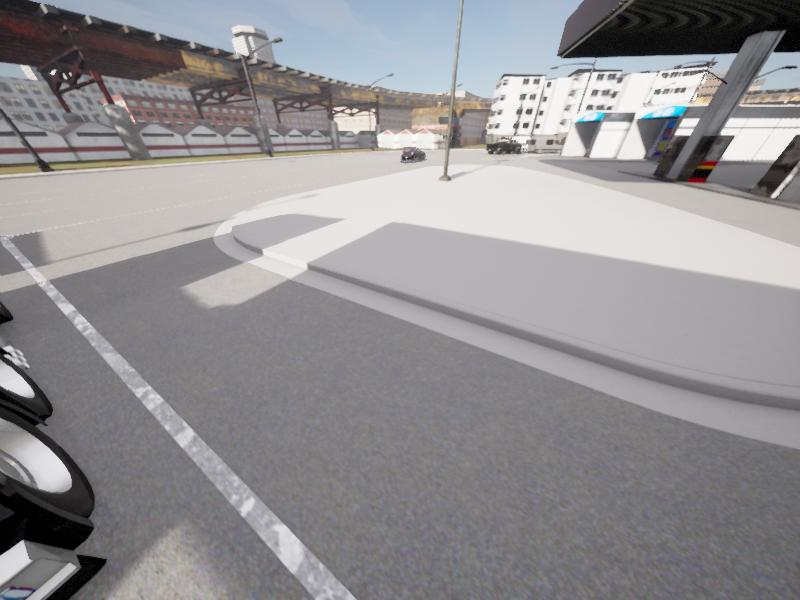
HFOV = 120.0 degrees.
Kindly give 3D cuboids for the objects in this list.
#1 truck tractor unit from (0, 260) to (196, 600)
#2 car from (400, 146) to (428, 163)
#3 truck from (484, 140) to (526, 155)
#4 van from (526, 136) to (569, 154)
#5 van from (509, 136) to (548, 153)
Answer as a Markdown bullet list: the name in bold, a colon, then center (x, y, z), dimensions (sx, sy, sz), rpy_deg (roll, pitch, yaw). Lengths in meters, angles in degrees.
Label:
- **truck tractor unit**: center (-5.110, -0.299, 0.799), dimensions (6.516, 4.208, 3.053), rpy_deg (18, 39, 25)
- **car**: center (1.699, -17.362, 27.530), dimensions (1.845, 1.501, 3.633), rpy_deg (19, 39, 26)
- **truck**: center (17.734, -25.908, 39.177), dimensions (6.274, 2.098, 2.390), rpy_deg (-15, 38, -20)
- **van**: center (25.876, -27.257, 40.671), dimensions (5.915, 2.561, 1.988), rpy_deg (-6, 35, -7)
- **van**: center (24.020, -29.154, 43.403), dimensions (5.915, 2.561, 1.988), rpy_deg (-6, 35, -8)
